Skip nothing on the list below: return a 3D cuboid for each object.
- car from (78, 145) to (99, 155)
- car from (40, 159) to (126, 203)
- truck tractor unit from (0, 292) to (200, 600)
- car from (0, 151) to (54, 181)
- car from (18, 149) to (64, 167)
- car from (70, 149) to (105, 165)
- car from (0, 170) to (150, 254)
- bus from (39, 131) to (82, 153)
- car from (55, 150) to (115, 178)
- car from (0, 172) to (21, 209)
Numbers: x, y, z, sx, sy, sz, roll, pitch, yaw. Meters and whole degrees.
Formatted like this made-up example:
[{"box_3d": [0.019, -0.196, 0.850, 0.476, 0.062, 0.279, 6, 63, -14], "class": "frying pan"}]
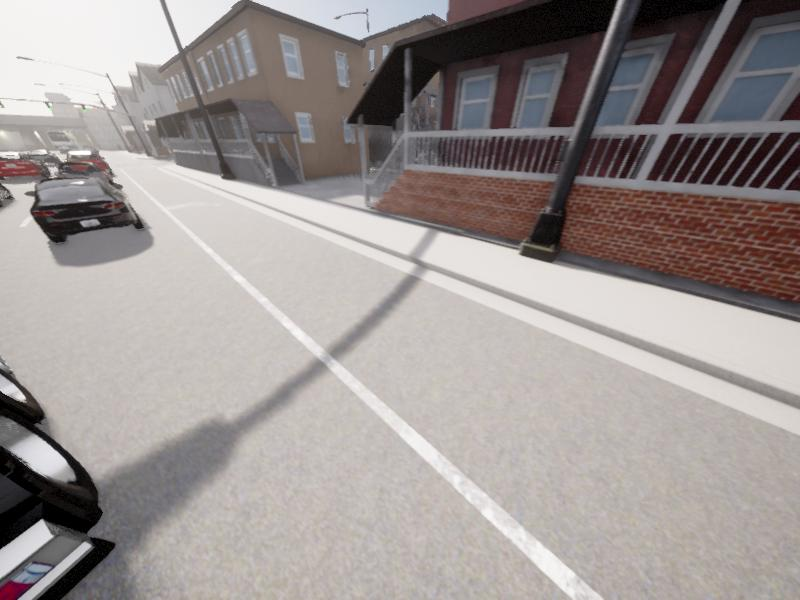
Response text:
[{"box_3d": [-67.776, -32.749, 50.304, 4.856, 1.649, 2.033, 27, 43, 34], "class": "car"}, {"box_3d": [-15.755, -6.109, 11.619, 3.633, 1.501, 1.845, 27, 42, 34], "class": "car"}, {"box_3d": [-5.147, -0.263, 0.723, 6.516, 4.208, 3.053, 17, 37, 22], "class": "truck tractor unit"}, {"box_3d": [-29.004, -10.270, 17.546, 4.611, 1.667, 2.242, 27, 43, 33], "class": "car"}, {"box_3d": [-41.312, -16.497, 26.756, 4.902, 1.511, 2.128, 27, 43, 34], "class": "car"}, {"box_3d": [-38.632, -17.794, 28.643, 4.514, 1.525, 2.007, 27, 43, 34], "class": "car"}, {"box_3d": [-9.762, -3.005, 7.181, 4.674, 1.442, 1.812, 27, 43, 33], "class": "car"}, {"box_3d": [-82.488, -38.592, 56.492, 10.273, 4.253, 3.944, 27, 43, 34], "class": "bus"}, {"box_3d": [-25.943, -11.371, 19.158, 4.611, 1.667, 2.242, 27, 43, 34], "class": "car"}, {"box_3d": [-18.230, -4.706, 9.571, 3.633, 1.501, 1.845, 27, 43, 33], "class": "car"}]
